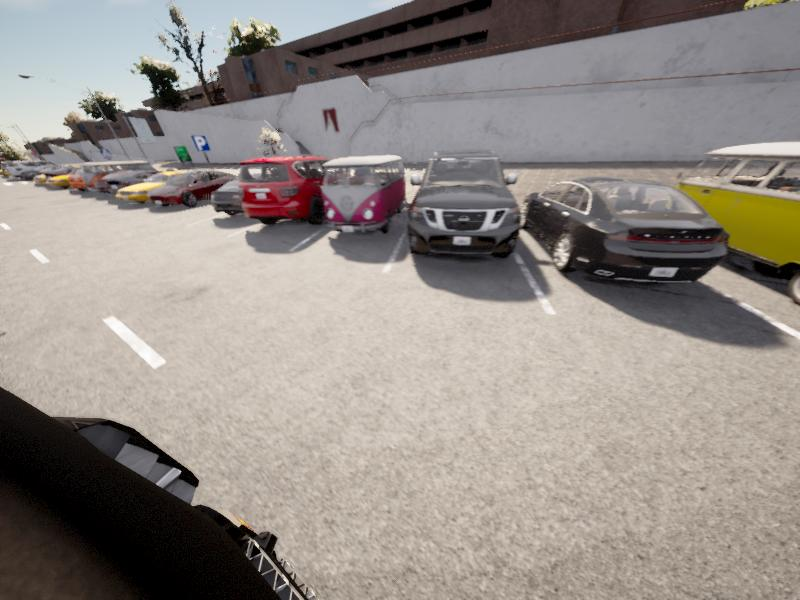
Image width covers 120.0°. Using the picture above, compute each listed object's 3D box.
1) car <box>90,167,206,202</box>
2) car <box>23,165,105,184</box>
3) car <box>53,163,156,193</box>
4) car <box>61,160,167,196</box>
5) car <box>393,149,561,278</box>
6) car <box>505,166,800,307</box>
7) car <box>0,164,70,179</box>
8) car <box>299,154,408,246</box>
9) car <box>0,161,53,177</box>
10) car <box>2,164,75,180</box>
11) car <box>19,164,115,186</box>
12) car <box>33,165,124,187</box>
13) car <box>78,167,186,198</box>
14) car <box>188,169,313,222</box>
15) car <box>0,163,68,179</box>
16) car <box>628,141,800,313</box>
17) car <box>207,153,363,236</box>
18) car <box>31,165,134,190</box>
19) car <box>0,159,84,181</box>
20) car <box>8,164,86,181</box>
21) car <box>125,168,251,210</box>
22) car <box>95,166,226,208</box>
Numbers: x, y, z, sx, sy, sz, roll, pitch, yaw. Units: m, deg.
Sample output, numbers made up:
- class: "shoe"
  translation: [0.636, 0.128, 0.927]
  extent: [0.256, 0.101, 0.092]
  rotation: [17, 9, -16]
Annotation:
- class: "car"
  translation: [-16.469, -7.904, 15.582]
  extent: [2.163, 1.488, 4.792]
  rotation: [4, 34, 9]
- class: "car"
  translation: [-37.132, -14.057, 25.796]
  extent: [2.002, 1.452, 4.674]
  rotation: [4, 34, 9]
- class: "car"
  translation: [-24.231, -10.303, 19.298]
  extent: [2.185, 1.767, 4.553]
  rotation: [4, 34, 9]
- class: "car"
  translation: [-21.652, -9.566, 17.888]
  extent: [1.878, 1.987, 4.442]
  rotation: [5, 34, 9]
- class: "car"
  translation: [1.597, -2.869, 6.307]
  extent: [2.435, 2.045, 5.566]
  rotation: [4, 33, 9]
- class: "car"
  translation: [4.183, -1.930, 5.163]
  extent: [2.231, 1.521, 4.892]
  rotation: [4, 33, 10]
- class: "car"
  translation: [-52.619, -18.691, 33.465]
  extent: [2.231, 1.521, 4.892]
  rotation: [4, 34, 9]
- class: "car"
  translation: [-0.998, -3.540, 7.548]
  extent: [1.878, 1.987, 4.442]
  rotation: [4, 33, 9]
- class: "car"
  translation: [-60.381, -21.101, 37.109]
  extent: [1.878, 1.987, 4.442]
  rotation: [5, 34, 9]
- class: "car"
  translation: [-50.029, -17.935, 32.186]
  extent: [2.097, 1.535, 5.008]
  rotation: [5, 34, 9]
- class: "car"
  translation: [-34.579, -13.220, 24.345]
  extent: [1.946, 1.575, 5.366]
  rotation: [5, 34, 9]
- class: "car"
  translation: [-31.965, -12.533, 23.264]
  extent: [2.163, 1.488, 4.792]
  rotation: [4, 34, 9]
- class: "car"
  translation: [-19.056, -8.642, 16.845]
  extent: [2.002, 1.452, 4.674]
  rotation: [4, 34, 9]
- class: "car"
  translation: [-6.140, -4.866, 10.386]
  extent: [2.002, 1.452, 4.674]
  rotation: [4, 33, 10]
- class: "car"
  translation: [-55.166, -19.560, 34.906]
  extent: [1.946, 1.575, 5.366]
  rotation: [4, 34, 9]
- class: "car"
  translation: [6.776, -1.446, 3.840]
  extent: [1.878, 1.987, 4.442]
  rotation: [4, 33, 10]
- class: "car"
  translation: [-3.565, -4.382, 8.957]
  extent: [2.435, 2.045, 5.566]
  rotation: [4, 33, 10]
- class: "car"
  translation: [-29.415, -11.665, 21.792]
  extent: [1.946, 1.575, 5.366]
  rotation: [5, 34, 9]
- class: "car"
  translation: [-47.460, -17.395, 30.786]
  extent: [2.435, 2.045, 5.566]
  rotation: [4, 34, 9]
- class: "car"
  translation: [-44.864, -16.404, 29.622]
  extent: [2.231, 1.521, 4.892]
  rotation: [5, 34, 9]
- class: "car"
  translation: [-11.307, -6.358, 12.950]
  extent: [2.163, 1.488, 4.792]
  rotation: [4, 34, 9]
- class: "car"
  translation: [-13.913, -7.056, 14.095]
  extent: [1.946, 1.575, 5.366]
  rotation: [4, 34, 9]
